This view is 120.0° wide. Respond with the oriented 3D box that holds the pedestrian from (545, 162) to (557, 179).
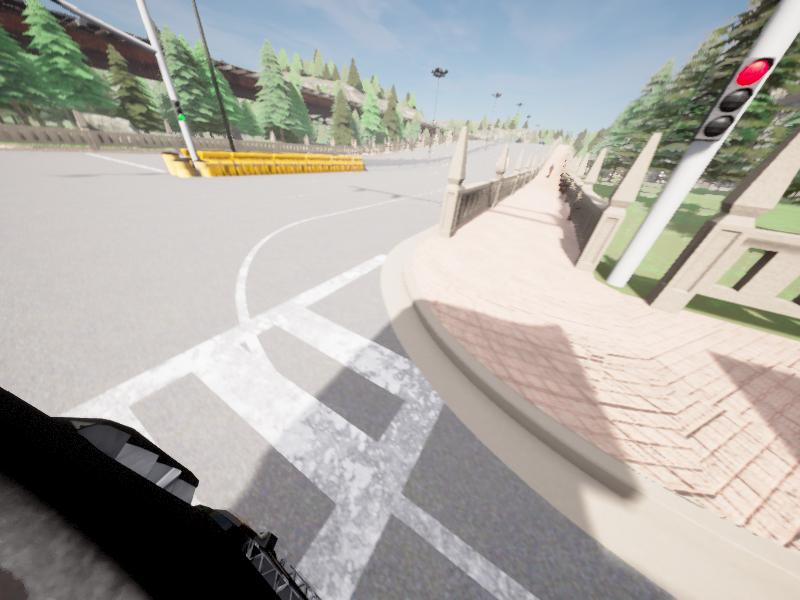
[{"bbox_3d":[19.958,-17.088,30.531,0.751,1.860,0.751,21,36,23],"label":"pedestrian"}]
